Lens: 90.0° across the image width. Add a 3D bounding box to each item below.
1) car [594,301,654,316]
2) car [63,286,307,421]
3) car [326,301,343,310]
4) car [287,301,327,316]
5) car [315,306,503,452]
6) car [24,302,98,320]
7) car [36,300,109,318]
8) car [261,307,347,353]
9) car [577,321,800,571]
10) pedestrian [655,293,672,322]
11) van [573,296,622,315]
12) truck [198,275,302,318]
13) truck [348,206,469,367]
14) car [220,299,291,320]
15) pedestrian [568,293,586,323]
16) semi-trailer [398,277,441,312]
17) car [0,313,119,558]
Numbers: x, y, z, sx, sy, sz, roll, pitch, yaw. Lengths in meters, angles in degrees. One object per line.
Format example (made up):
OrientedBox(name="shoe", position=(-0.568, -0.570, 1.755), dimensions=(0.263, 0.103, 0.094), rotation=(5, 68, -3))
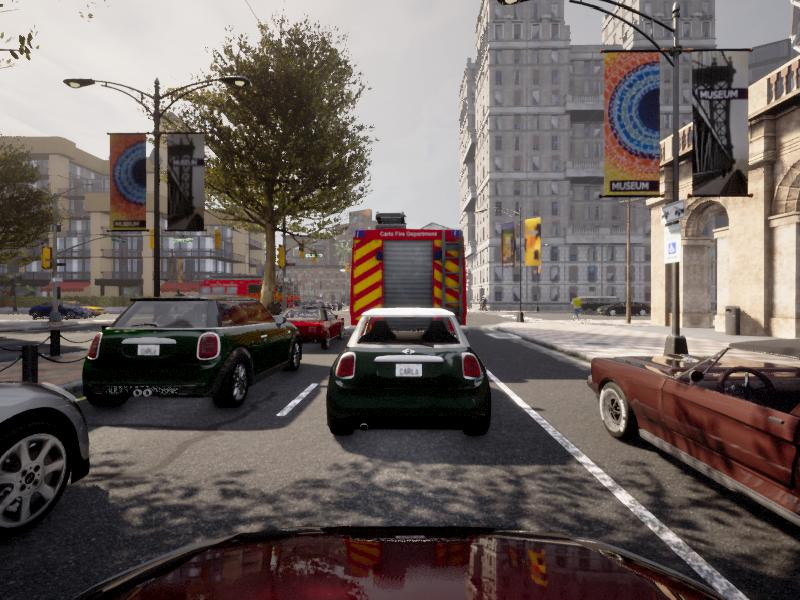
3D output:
OrientedBox(name="car", position=(22.181, 0.844, 39.726), dimensions=(4.892, 1.490, 1.837), rotation=(0, 0, 1))
OrientedBox(name="car", position=(-3.355, 0.694, 7.527), dimensions=(2.097, 1.767, 4.553), rotation=(0, 0, 1))
OrientedBox(name="car", position=(-10.261, 0.853, 63.188), dimensions=(1.970, 1.475, 3.806), rotation=(0, 0, 1))
OrientedBox(name="car", position=(-9.294, 0.825, 40.175), dimensions=(3.633, 1.501, 1.845), rotation=(0, 0, 1))
OrientedBox(name="car", position=(0.119, 0.853, 6.110), dimensions=(1.970, 1.475, 3.806), rotation=(0, 0, 1))
OrientedBox(name="car", position=(-28.203, 0.870, 33.375), dimensions=(4.674, 1.442, 1.812), rotation=(0, 0, 2))
OrientedBox(name="car", position=(-30.187, 0.800, 36.968), dimensions=(5.366, 1.575, 1.801), rotation=(0, 0, 1))
OrientedBox(name="car", position=(-3.218, 0.944, 14.445), dimensions=(1.895, 1.301, 4.718), rotation=(0, 0, 1))
OrientedBox(name="car", position=(3.308, 0.938, 3.058), dimensions=(1.895, 1.301, 4.718), rotation=(0, 0, 1))
OrientedBox(name="pedestrian", position=(17.552, 0.485, 26.650), dimensions=(0.751, 1.860, 0.751), rotation=(0, 0, 11))
OrientedBox(name="van", position=(21.300, 0.599, 43.240), dimensions=(4.442, 1.987, 1.775), rotation=(0, 0, 1))
OrientedBox(name="truck", position=(-13.611, -0.321, 36.729), dimensions=(8.468, 3.827, 2.891), rotation=(0, 0, 1))
OrientedBox(name="truck", position=(0.274, -0.321, 13.781), dimensions=(2.891, 3.827, 8.468), rotation=(0, 0, 1))
OrientedBox(name="car", position=(-11.918, 0.771, 33.210), dimensions=(5.238, 1.638, 1.930), rotation=(0, 0, 1))
OrientedBox(name="pedestrian", position=(10.861, 0.485, 24.525), dimensions=(0.751, 1.860, 0.751), rotation=(0, 0, -3))
OrientedBox(name="semi-trailer", position=(2.402, -0.618, 57.544), dimensions=(2.717, 4.402, 14.254), rotation=(0, 0, -12))
OrientedBox(name="car", position=(-3.473, 0.853, 1.600), dimensions=(1.970, 1.475, 3.806), rotation=(0, 0, 1))
